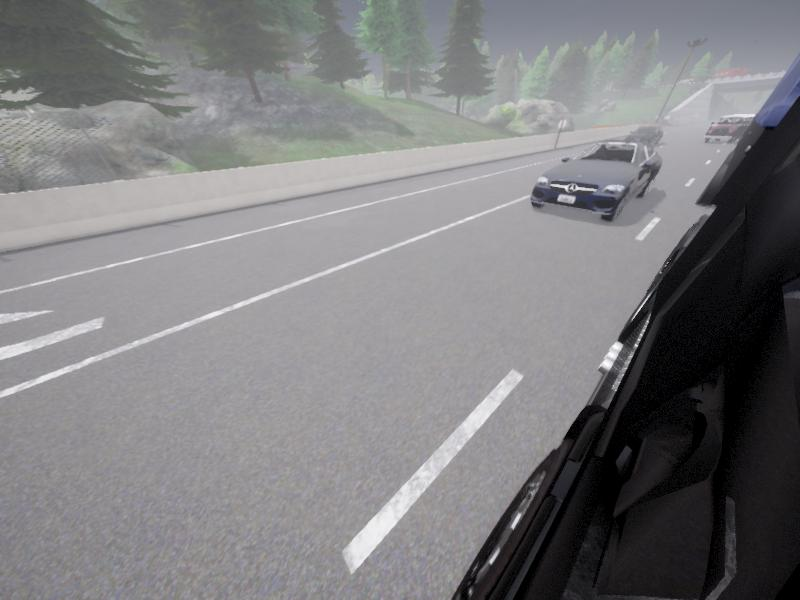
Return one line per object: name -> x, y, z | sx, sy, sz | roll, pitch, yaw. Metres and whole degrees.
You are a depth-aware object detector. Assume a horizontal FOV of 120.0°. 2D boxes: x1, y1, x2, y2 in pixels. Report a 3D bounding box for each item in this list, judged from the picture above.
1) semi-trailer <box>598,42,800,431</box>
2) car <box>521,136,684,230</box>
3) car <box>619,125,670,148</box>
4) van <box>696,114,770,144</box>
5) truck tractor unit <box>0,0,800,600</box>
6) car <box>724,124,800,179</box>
semi-trailer -> 8.701, -3.592, 4.242 | 14.254, 4.402, 2.717 | -28, 44, -30
car -> 6.249, -3.889, 7.105 | 5.027, 1.651, 2.152 | -28, 44, -30
car -> 22.383, -15.016, 21.125 | 4.892, 1.490, 1.837 | -26, 43, -28
van -> 29.444, -15.181, 20.504 | 4.480, 2.038, 2.069 | -17, 39, -20
truck tractor unit -> 2.645, -0.295, 0.351 | 6.516, 4.208, 3.053 | -28, 44, -30
car -> 17.021, -6.869, 10.466 | 4.856, 1.649, 2.033 | -28, 44, -30
